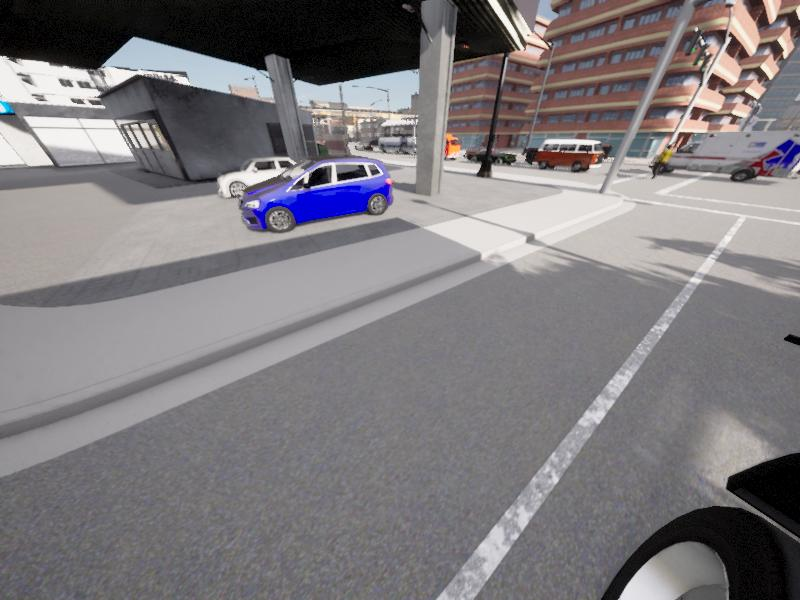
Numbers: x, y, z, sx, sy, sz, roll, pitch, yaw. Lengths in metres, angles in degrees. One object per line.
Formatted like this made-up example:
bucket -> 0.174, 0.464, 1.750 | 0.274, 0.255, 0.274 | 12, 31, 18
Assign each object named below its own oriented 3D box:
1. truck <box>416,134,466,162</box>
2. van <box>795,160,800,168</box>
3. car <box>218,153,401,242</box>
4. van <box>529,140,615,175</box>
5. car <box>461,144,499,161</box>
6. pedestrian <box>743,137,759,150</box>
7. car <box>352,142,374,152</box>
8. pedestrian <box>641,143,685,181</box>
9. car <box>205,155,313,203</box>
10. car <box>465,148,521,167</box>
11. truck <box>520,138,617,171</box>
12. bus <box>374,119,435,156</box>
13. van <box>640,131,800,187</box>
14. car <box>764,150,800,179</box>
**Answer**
truck -> 4.646, -17.932, 27.167 | 2.627, 2.467, 5.204 | -23, 41, -28
van -> 35.637, -12.193, 19.162 | 4.480, 2.038, 2.069 | -23, 41, -28
car -> -2.493, -3.447, 7.165 | 4.611, 1.667, 2.242 | -22, 41, -28
van -> 12.960, -11.131, 17.832 | 2.069, 2.038, 4.480 | -23, 41, -29
car -> 9.280, -17.319, 27.078 | 1.845, 1.501, 3.633 | -23, 41, -29
pedestrian -> 59.589, -26.569, 39.228 | 0.751, 1.860, 0.751 | -24, 41, -29
car -> -7.342, -30.495, 45.894 | 2.038, 1.542, 4.974 | -23, 41, -29
pedestrian -> 15.740, -8.284, 13.887 | 0.751, 1.860, 0.751 | 5, 36, 7
car -> -6.412, -5.762, 10.756 | 3.806, 1.475, 1.970 | -22, 41, -28
car -> 8.934, -14.059, 22.660 | 1.895, 1.301, 4.718 | -23, 41, -29
truck -> 14.626, -13.144, 20.626 | 2.390, 2.098, 6.274 | -23, 41, -29
bus -> 0.322, -25.395, 36.235 | 3.944, 4.253, 10.273 | -23, 41, -28
van -> 20.009, -8.883, 14.255 | 2.351, 2.431, 6.366 | -18, 39, -23
car -> 26.890, -8.929, 15.186 | 4.181, 1.385, 1.994 | -15, 38, -20
